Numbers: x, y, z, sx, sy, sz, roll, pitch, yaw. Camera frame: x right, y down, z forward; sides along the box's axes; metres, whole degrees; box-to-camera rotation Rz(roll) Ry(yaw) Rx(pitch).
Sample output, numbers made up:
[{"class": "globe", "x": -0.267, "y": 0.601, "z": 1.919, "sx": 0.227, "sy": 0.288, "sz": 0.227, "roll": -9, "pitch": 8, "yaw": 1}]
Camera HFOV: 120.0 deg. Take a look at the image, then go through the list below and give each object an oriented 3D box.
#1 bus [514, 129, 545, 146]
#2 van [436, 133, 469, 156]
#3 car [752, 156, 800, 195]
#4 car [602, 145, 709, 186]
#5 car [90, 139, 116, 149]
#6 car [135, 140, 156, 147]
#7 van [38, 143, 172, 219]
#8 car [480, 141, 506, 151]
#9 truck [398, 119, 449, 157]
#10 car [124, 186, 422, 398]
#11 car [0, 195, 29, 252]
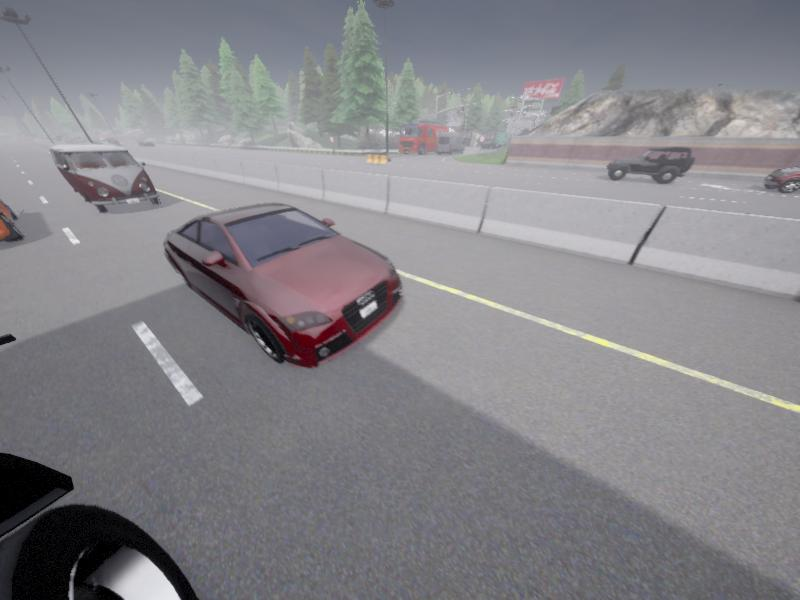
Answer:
[{"class": "bus", "x": 40.572, "y": -50.665, "z": 72.086, "sx": 10.273, "sy": 4.253, "sz": 3.944, "roll": -28, "pitch": 44, "yaw": -34}, {"class": "van", "x": 7.455, "y": -21.986, "z": 32.591, "sx": 1.988, "sy": 2.561, "sz": 5.915, "roll": 22, "pitch": 41, "yaw": 28}, {"class": "car", "x": 21.242, "y": -6.054, "z": 11.363, "sx": 3.705, "sy": 1.549, "sz": 1.789, "roll": 22, "pitch": 41, "yaw": 28}, {"class": "car", "x": 15.562, "y": -8.515, "z": 14.494, "sx": 3.866, "sy": 1.878, "sz": 1.905, "roll": 22, "pitch": 41, "yaw": 28}, {"class": "car", "x": -62.346, "y": -32.751, "z": 48.460, "sx": 5.027, "sy": 1.651, "sz": 2.152, "roll": 22, "pitch": 41, "yaw": 28}, {"class": "car", "x": -59.056, "y": -36.315, "z": 53.585, "sx": 4.718, "sy": 1.301, "sz": 1.895, "roll": 22, "pitch": 41, "yaw": 28}, {"class": "van", "x": -10.904, "y": -4.589, "z": 8.567, "sx": 4.442, "sy": 1.987, "sz": 1.775, "roll": 22, "pitch": 41, "yaw": 28}, {"class": "car", "x": 19.372, "y": -32.115, "z": 48.087, "sx": 5.008, "sy": 1.535, "sz": 1.882, "roll": -17, "pitch": 39, "yaw": -23}, {"class": "truck", "x": 3.439, "y": -22.597, "z": 32.299, "sx": 2.891, "sy": 3.827, "sz": 8.468, "roll": 23, "pitch": 41, "yaw": 29}, {"class": "car", "x": -2.008, "y": -0.700, "z": 3.687, "sx": 4.181, "sy": 1.385, "sz": 1.994, "roll": 22, "pitch": 41, "yaw": 28}, {"class": "car", "x": -11.504, "y": -2.292, "z": 5.472, "sx": 4.553, "sy": 1.767, "sz": 2.097, "roll": 22, "pitch": 41, "yaw": 28}]
